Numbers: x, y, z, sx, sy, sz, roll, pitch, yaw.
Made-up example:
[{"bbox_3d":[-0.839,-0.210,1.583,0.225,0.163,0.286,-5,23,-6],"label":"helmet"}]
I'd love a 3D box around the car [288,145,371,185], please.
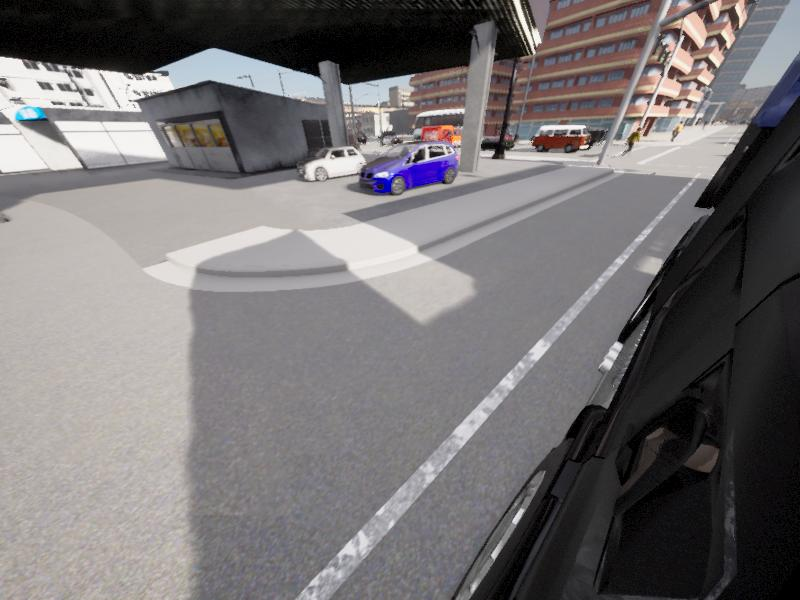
[{"bbox_3d":[-3.868,-7.747,13.089,3.806,1.475,1.970,-27,43,-30],"label":"car"}]

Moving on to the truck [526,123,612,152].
[{"bbox_3d":[16.654,-16.387,23.288,2.390,2.098,6.274,-29,44,-32],"label":"truck"}]

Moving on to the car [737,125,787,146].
[{"bbox_3d":[33.913,-15.495,21.729,4.181,1.385,1.994,-27,43,-30],"label":"car"}]

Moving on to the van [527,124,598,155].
[{"bbox_3d":[14.646,-14.646,21.076,2.069,2.038,4.480,-29,44,-31],"label":"van"}]

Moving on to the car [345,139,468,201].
[{"bbox_3d":[0.399,-5.676,9.755,4.611,1.667,2.242,-27,43,-30],"label":"car"}]

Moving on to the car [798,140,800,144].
[{"bbox_3d":[36.219,-14.064,19.419,5.238,1.638,1.930,-28,43,-31],"label":"car"}]

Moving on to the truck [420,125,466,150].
[{"bbox_3d":[5.362,-20.951,29.827,2.627,2.467,5.204,-28,43,-31],"label":"truck"}]

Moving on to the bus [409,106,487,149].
[{"bbox_3d":[6.196,-24.127,32.606,3.944,4.253,10.273,-28,44,-31],"label":"bus"}]

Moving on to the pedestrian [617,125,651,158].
[{"bbox_3d":[16.439,-11.131,16.296,0.751,1.860,0.751,-7,37,-7],"label":"pedestrian"}]

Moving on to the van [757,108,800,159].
[{"bbox_3d":[25.580,-8.915,12.326,2.351,2.431,6.366,-10,37,-11],"label":"van"}]

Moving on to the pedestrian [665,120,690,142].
[{"bbox_3d":[29.741,-18.093,24.789,0.751,1.860,0.751,1,36,4],"label":"pedestrian"}]

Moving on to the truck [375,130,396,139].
[{"bbox_3d":[-4.580,-53.667,74.880,6.274,2.098,2.390,-28,43,-29],"label":"truck"}]

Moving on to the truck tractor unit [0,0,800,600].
[{"bbox_3d":[2.645,-0.295,0.351,6.516,4.208,3.053,-28,44,-30],"label":"truck tractor unit"}]

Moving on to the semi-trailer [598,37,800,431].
[{"bbox_3d":[8.704,-3.561,4.279,14.254,4.402,2.717,-28,43,-30],"label":"semi-trailer"}]

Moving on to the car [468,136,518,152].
[{"bbox_3d":[10.161,-17.339,25.629,1.895,1.301,4.718,-28,44,-31],"label":"car"}]

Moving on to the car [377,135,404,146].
[{"bbox_3d":[-1.782,-28.521,41.335,2.038,1.542,4.974,-29,44,-32],"label":"car"}]

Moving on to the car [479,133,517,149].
[{"bbox_3d":[11.844,-19.488,28.266,1.845,1.501,3.633,-28,44,-31],"label":"car"}]

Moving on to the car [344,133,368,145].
[{"bbox_3d":[-9.202,-33.571,48.198,2.150,2.045,5.566,-29,44,-32],"label":"car"}]
